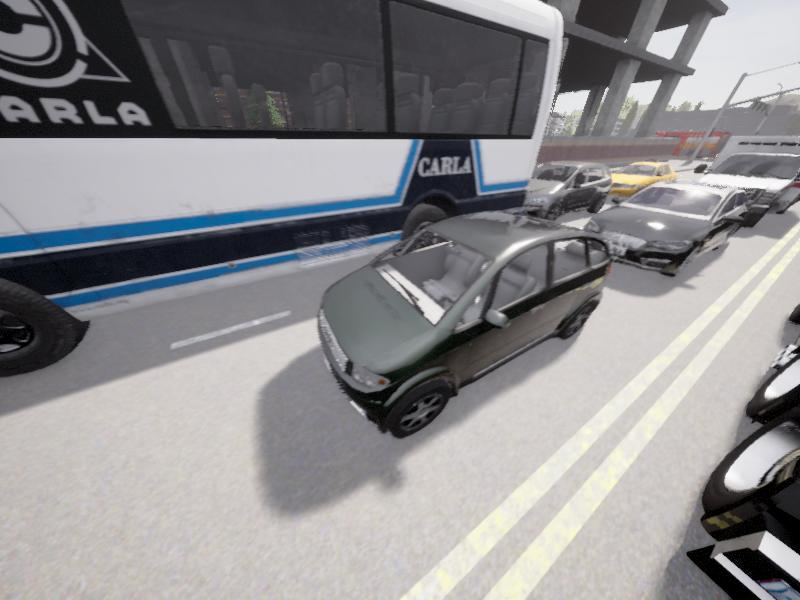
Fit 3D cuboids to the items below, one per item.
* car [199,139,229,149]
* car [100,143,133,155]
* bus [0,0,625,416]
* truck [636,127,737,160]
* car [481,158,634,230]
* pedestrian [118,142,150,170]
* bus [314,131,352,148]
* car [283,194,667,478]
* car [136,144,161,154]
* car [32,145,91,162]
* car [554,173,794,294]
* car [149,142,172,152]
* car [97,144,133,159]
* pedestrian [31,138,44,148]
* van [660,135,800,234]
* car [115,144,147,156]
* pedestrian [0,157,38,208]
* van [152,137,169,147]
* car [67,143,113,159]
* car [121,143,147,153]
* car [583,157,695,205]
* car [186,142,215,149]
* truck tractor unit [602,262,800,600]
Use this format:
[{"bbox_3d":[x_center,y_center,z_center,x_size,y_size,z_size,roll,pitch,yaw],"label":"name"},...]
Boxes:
[{"bbox_3d":[-47.433,-39.913,59.194,5.566,2.045,2.150,-18,39,-24],"label":"car"},{"bbox_3d":[-48.004,-25.743,39.270,2.007,1.525,4.514,-18,39,-24],"label":"car"},{"bbox_3d":[-1.991,-2.539,3.912,10.273,4.253,3.944,-18,39,-24],"label":"bus"},{"bbox_3d":[43.332,-24.103,35.562,2.891,3.827,8.468,-16,38,-22],"label":"truck"},{"bbox_3d":[5.618,-4.042,8.397,4.611,1.667,2.242,-18,39,-25],"label":"car"},{"bbox_3d":[-20.821,-11.301,18.136,0.751,1.860,0.751,-16,38,-22],"label":"pedestrian"},{"bbox_3d":[-20.568,-49.582,71.371,10.273,4.253,3.944,-18,39,-24],"label":"bus"},{"bbox_3d":[0.887,-0.143,2.855,3.705,1.549,1.789,-18,39,-24],"label":"car"},{"bbox_3d":[-46.223,-27.906,42.590,1.895,1.301,4.718,-18,39,-24],"label":"car"},{"bbox_3d":[-39.796,-17.416,27.382,2.128,1.511,4.902,-18,39,-24],"label":"car"},{"bbox_3d":[6.452,-1.939,5.521,4.902,1.511,2.128,-18,39,-24],"label":"car"},{"bbox_3d":[-50.667,-32.508,48.963,2.242,1.667,4.611,-18,39,-24],"label":"car"},{"bbox_3d":[-38.481,-20.161,31.302,1.789,1.549,3.705,-18,39,-24],"label":"car"},{"bbox_3d":[-87.570,-37.912,55.830,0.751,1.860,0.751,-20,40,-26],"label":"pedestrian"},{"bbox_3d":[13.036,-4.463,8.402,6.366,2.431,2.351,-18,39,-24],"label":"van"},{"bbox_3d":[-41.616,-23.308,35.866,1.970,1.475,3.806,-18,39,-24],"label":"car"},{"bbox_3d":[-14.504,-4.347,8.195,0.751,1.860,0.751,-16,38,-22],"label":"pedestrian"},{"bbox_3d":[-75.434,-49.925,72.875,1.988,2.561,5.915,-18,39,-24],"label":"van"},{"bbox_3d":[-43.319,-21.035,32.455,2.033,1.649,4.856,-18,39,-24],"label":"car"},{"bbox_3d":[-52.381,-30.151,45.632,2.007,1.525,4.514,-18,39,-24],"label":"car"},{"bbox_3d":[11.748,-6.004,11.347,5.366,1.575,1.801,-18,39,-24],"label":"car"},{"bbox_3d":[-52.038,-40.525,60.470,5.366,1.575,1.801,-18,39,-24],"label":"car"},{"bbox_3d":[5.108,-0.304,0.789,6.516,4.208,3.053,-18,39,-24],"label":"truck tractor unit"}]
